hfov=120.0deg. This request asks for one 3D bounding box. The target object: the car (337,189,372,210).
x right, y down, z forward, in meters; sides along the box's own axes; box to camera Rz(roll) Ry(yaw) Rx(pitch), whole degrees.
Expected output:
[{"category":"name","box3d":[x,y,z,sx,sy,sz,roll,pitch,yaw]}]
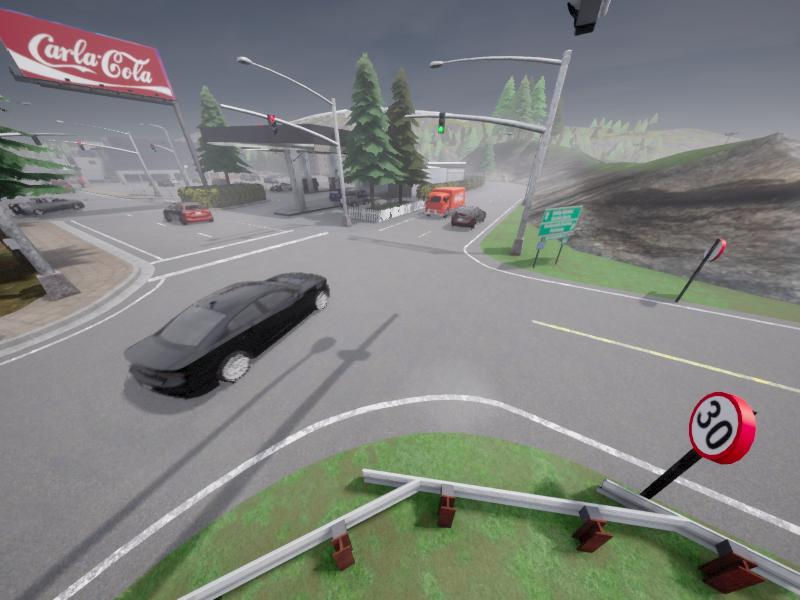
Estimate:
[{"category":"car","box3d":[-5.367,-12.080,27.650,1.905,1.878,3.866,16,34,26]}]

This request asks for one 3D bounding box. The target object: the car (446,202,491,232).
[{"category":"car","box3d":[5.840,-7.121,19.451,2.163,1.488,4.792,17,34,26]}]

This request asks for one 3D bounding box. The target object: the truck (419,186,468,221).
[{"category":"truck","box3d":[4.437,-9.731,22.981,2.627,2.467,5.204,19,35,29]}]

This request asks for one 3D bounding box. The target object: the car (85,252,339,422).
[{"category":"car","box3d":[-3.993,0.307,6.335,1.882,1.535,5.008,10,32,18]}]

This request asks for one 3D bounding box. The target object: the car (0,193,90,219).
[{"category":"car","box3d":[-35.910,-9.682,23.614,2.007,1.525,4.514,4,34,7]}]

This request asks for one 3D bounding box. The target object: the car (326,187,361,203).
[{"category":"car","box3d":[-8.082,-15.233,33.445,2.242,1.667,4.611,16,34,26]}]

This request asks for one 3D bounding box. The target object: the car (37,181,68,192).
[{"category":"car","box3d":[-66.476,-21.721,44.165,4.611,1.667,2.242,16,34,26]}]

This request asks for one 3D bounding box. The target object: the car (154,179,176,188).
[{"category":"car","box3d":[-54.495,-27.084,53.607,4.514,1.523,2.007,16,34,26]}]

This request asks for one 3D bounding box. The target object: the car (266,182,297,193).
[{"category":"car","box3d":[-23.524,-22.541,46.109,2.038,1.542,4.974,16,34,26]}]

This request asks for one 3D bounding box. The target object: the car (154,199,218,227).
[{"category":"car","box3d":[-18.362,-7.600,19.872,4.611,1.667,2.242,16,32,26]}]
